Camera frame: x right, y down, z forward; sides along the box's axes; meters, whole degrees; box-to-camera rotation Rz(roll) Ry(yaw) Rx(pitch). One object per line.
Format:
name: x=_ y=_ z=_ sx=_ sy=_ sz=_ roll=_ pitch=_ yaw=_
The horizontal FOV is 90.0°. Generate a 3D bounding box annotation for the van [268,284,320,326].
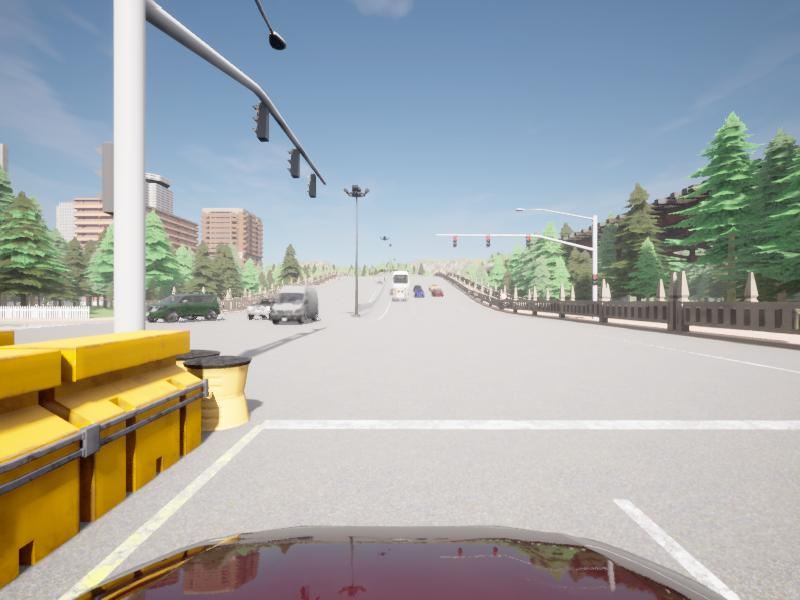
van: x=-7.002 y=0.318 z=27.135 sx=1.988 sy=2.561 sz=5.915 roll=0 pitch=0 yaw=0

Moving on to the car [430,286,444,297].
car: x=7.142 y=-1.676 z=77.338 sx=2.163 sy=1.488 sz=4.792 roll=0 pitch=7 yaw=0

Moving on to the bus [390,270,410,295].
bus: x=0.046 y=-3.627 z=81.713 sx=3.944 sy=4.253 sz=10.273 roll=0 pitch=7 yaw=0

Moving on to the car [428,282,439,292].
car: x=7.192 y=-2.807 z=86.009 sx=1.801 sy=1.575 sz=5.366 roll=0 pitch=7 yaw=0

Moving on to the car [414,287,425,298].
car: x=3.629 y=-1.422 z=75.324 sx=1.816 sy=1.474 sz=4.193 roll=0 pitch=7 yaw=0

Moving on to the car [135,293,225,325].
car: x=-15.593 y=0.564 z=28.834 sx=2.150 sy=2.045 sz=5.566 roll=1 pitch=0 yaw=21

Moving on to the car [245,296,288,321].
car: x=-10.497 y=0.648 z=31.847 sx=1.932 sy=1.855 sz=4.605 roll=0 pitch=0 yaw=0

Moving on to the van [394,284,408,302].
van: x=0.106 y=-1.310 z=70.599 sx=2.351 sy=2.431 sz=6.366 roll=0 pitch=7 yaw=0
